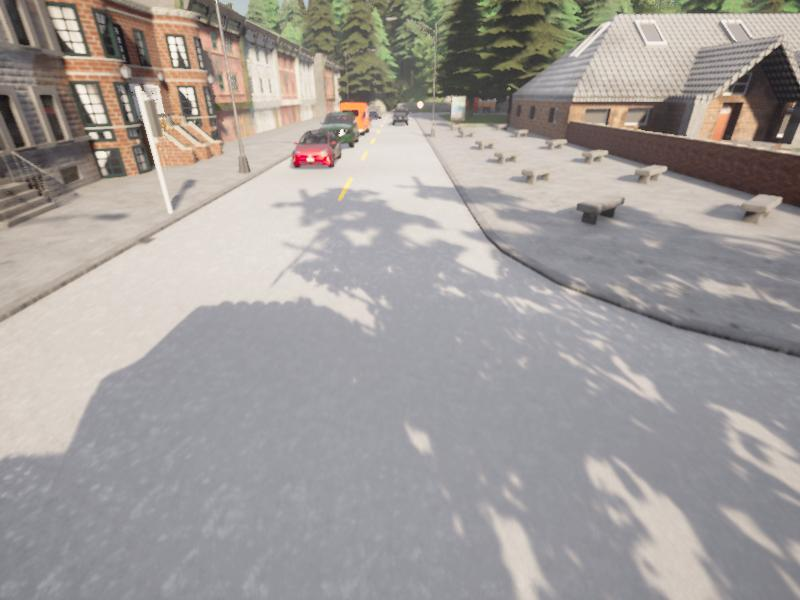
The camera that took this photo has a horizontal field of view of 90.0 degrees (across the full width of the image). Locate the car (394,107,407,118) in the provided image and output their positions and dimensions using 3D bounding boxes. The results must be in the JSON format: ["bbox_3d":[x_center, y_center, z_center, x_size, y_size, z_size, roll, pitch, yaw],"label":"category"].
[{"bbox_3d":[0.068,-28.297,60.255,1.837,1.490,4.892,0,26,0],"label":"car"}]

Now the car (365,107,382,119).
[{"bbox_3d":[-3.920,-27.945,59.585,2.163,1.488,4.792,1,26,0],"label":"car"}]

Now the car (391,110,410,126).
[{"bbox_3d":[0.039,-21.335,46.780,2.033,1.411,5.357,0,27,0],"label":"car"}]

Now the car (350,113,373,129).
[{"bbox_3d":[-3.965,-18.707,41.773,1.895,1.301,4.718,0,27,0],"label":"car"}]

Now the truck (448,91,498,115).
[{"bbox_3d":[13.574,-36.887,74.899,8.468,3.827,2.891,0,27,0],"label":"truck"}]

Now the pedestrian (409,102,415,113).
[{"bbox_3d":[2.308,-36.923,76.777,0.751,1.860,0.751,-15,31,-27],"label":"pedestrian"}]

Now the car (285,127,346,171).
[{"bbox_3d":[-4.007,-7.554,19.746,2.007,1.525,4.514,0,27,0],"label":"car"}]

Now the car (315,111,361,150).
[{"bbox_3d":[-4.016,-11.523,26.924,2.150,2.045,5.566,0,27,0],"label":"car"}]

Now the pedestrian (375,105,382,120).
[{"bbox_3d":[-2.828,-25.170,53.710,0.751,1.860,0.751,-7,28,-13],"label":"pedestrian"}]

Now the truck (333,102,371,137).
[{"bbox_3d":[-3.992,-15.595,34.408,2.627,2.467,5.204,0,27,0],"label":"truck"}]
